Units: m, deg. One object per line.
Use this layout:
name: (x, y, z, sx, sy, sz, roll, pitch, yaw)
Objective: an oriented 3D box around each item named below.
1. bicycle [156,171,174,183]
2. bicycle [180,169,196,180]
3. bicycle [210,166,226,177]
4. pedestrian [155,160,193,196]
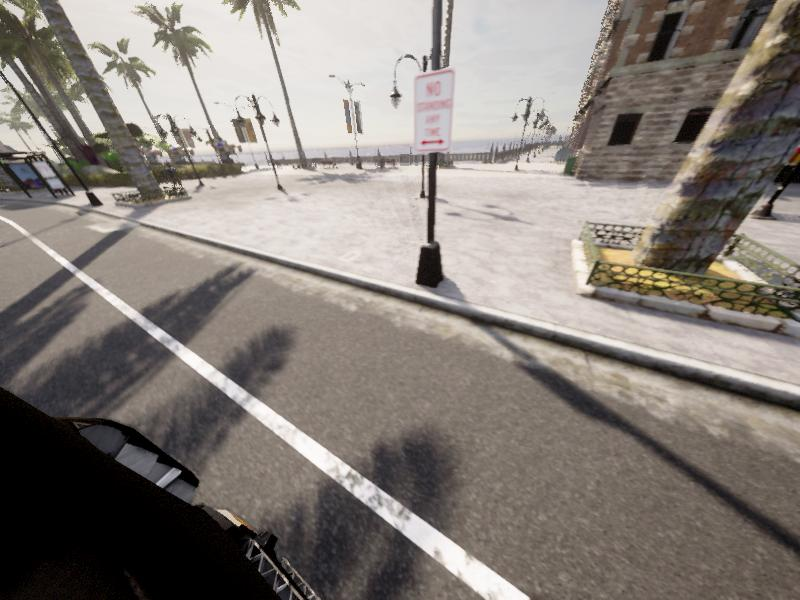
bicycle: (-23.450, -12.319, 23.050, 1.643, 1.024, 0.373, 15, 38, 25)
bicycle: (-22.465, -13.327, 24.487, 1.643, 1.024, 0.373, 15, 38, 25)
bicycle: (-20.988, -14.838, 26.641, 1.643, 1.024, 0.373, 15, 38, 25)
pedestrian: (-14.133, -7.640, 14.496, 0.751, 1.860, 0.751, 10, 36, 19)
